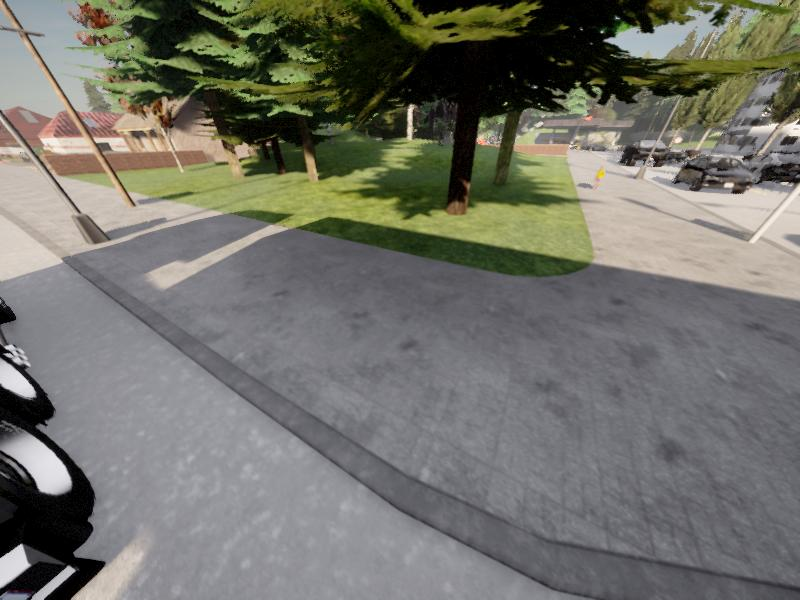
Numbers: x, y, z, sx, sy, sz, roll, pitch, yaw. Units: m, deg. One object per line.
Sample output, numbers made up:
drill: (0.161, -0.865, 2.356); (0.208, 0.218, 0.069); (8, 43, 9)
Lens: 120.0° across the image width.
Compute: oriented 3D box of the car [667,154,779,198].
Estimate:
car: (16.336, -6.617, 12.079); (1.816, 1.474, 4.193); (18, 39, 24)

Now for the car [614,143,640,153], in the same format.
car: (42.613, -28.596, 43.507); (2.033, 1.411, 5.357); (16, 38, 22)

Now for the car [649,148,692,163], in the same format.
car: (31.107, -16.825, 26.777); (1.895, 1.301, 4.718); (18, 39, 24)

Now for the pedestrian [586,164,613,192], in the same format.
pedestrian: (9.775, -5.987, 11.335); (0.500, 1.100, 0.500); (-26, 42, -32)

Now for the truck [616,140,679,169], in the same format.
truck: (23.669, -14.284, 22.488); (2.390, 2.098, 6.274); (18, 39, 24)

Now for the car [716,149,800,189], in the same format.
car: (22.216, -7.978, 13.838); (1.930, 1.638, 5.238); (18, 39, 24)

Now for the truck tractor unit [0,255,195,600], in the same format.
truck tractor unit: (-5.095, -0.317, 0.798); (6.516, 4.208, 3.053); (19, 39, 25)
